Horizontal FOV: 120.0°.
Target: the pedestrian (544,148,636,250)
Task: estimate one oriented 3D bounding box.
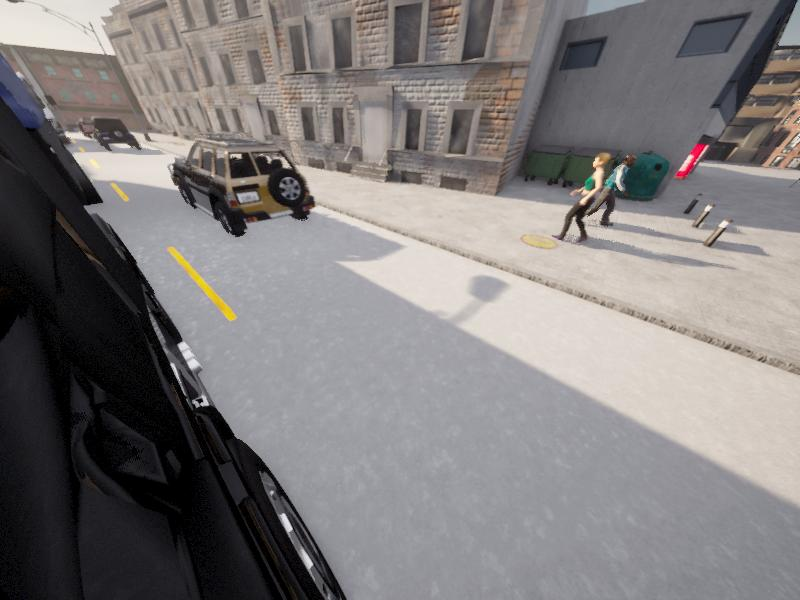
[{"bbox_3d":[4.084,-2.195,5.096,0.751,1.860,0.751,32,46,33],"label":"pedestrian"}]

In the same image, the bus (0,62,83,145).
[{"bbox_3d":[-29.231,-14.698,17.746,10.273,4.253,3.944,27,43,31],"label":"bus"}]

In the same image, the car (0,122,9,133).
[{"bbox_3d":[-42.804,-17.536,22.549,3.866,1.878,1.905,-18,41,-27],"label":"car"}]

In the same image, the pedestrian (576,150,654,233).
[{"bbox_3d":[5.738,-2.934,6.273,0.751,1.860,0.751,27,43,29],"label":"pedestrian"}]

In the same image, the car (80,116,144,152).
[{"bbox_3d":[-20.930,-12.126,16.821,3.866,1.878,1.905,28,43,30],"label":"car"}]

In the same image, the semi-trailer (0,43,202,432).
[{"bbox_3d":[-8.690,-3.622,4.219,14.254,4.402,2.717,28,44,30],"label":"semi-trailer"}]

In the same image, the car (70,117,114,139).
[{"bbox_3d":[-32.017,-17.909,24.014,3.988,1.617,1.851,27,43,28],"label":"car"}]

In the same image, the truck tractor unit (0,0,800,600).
[{"bbox_3d":[-2.645,-0.295,0.352,6.516,4.208,3.053,28,44,30],"label":"truck tractor unit"}]

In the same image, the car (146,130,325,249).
[{"bbox_3d":[-4.303,-3.185,6.047,4.605,1.855,1.932,28,44,30],"label":"car"}]

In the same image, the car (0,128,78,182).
[{"bbox_3d":[-16.134,-6.385,9.919,5.357,1.411,2.033,28,44,30],"label":"car"}]
